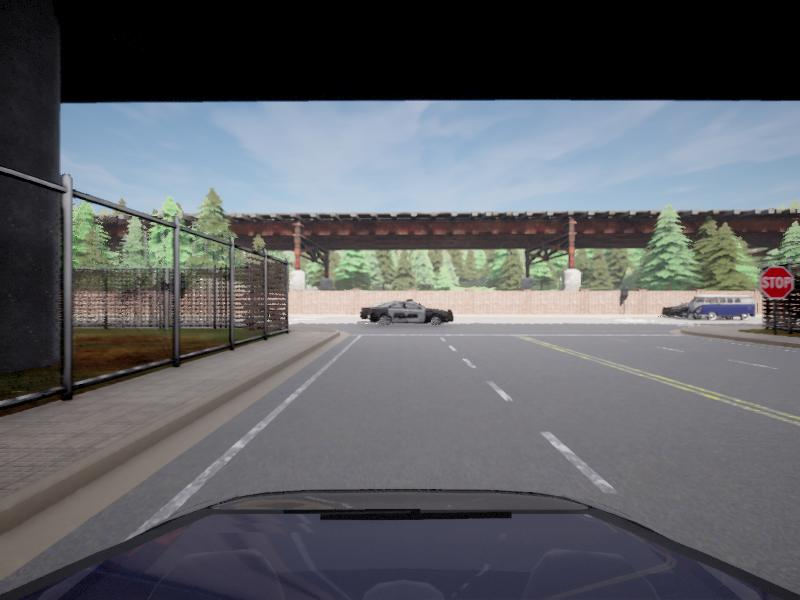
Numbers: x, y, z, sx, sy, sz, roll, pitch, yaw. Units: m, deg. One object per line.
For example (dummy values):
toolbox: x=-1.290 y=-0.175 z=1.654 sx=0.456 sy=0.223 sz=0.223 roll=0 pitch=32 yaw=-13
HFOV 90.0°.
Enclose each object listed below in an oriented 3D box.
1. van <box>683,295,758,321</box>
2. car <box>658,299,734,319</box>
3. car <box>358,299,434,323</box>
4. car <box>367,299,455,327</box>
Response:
van: x=25.184 y=0.609 z=31.545 sx=4.442 sy=1.987 sz=1.775 roll=0 pitch=0 yaw=1
car: x=25.852 y=0.783 z=35.041 sx=5.238 sy=1.638 sz=1.930 roll=0 pitch=0 yaw=1
car: x=-0.258 y=0.780 z=28.424 sx=5.238 sy=1.638 sz=1.930 roll=0 pitch=0 yaw=1
car: x=0.665 y=0.779 z=24.912 sx=5.238 sy=1.638 sz=1.930 roll=0 pitch=0 yaw=1
